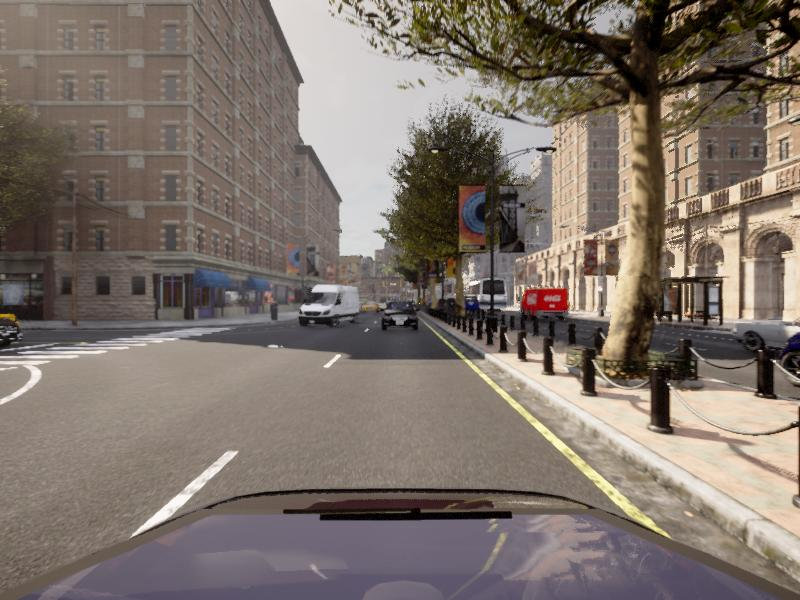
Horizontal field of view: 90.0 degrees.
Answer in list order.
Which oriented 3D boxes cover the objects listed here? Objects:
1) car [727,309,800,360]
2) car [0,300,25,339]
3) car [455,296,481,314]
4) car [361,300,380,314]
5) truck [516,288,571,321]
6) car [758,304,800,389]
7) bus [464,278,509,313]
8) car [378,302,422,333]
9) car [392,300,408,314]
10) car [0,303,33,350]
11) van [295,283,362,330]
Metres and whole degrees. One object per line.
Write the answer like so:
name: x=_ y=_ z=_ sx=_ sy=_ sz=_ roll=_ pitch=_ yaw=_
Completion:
car: x=11.499 y=0.945 z=10.535 sx=1.895 sy=1.301 sz=4.718 roll=0 pitch=0 yaw=0
car: x=-18.956 y=0.803 z=16.405 sx=5.366 sy=1.575 sz=1.801 roll=0 pitch=0 yaw=-2
car: x=8.001 y=0.573 z=47.694 sx=2.150 sy=2.045 sz=5.566 roll=0 pitch=0 yaw=0
car: x=-3.500 y=0.807 z=48.189 sx=1.801 sy=1.575 sz=5.366 roll=0 pitch=0 yaw=0
truck: x=11.491 y=0.357 z=32.604 sx=2.627 sy=2.467 sz=5.204 roll=0 pitch=0 yaw=0
car: x=8.002 y=0.829 z=6.083 sx=1.845 sy=1.501 sz=3.633 roll=0 pitch=0 yaw=0
bus: x=11.376 y=-0.529 z=54.052 sx=3.944 sy=4.253 sz=10.273 roll=0 pitch=0 yaw=0
car: x=-0.003 y=0.840 z=21.672 sx=2.128 sy=1.511 sz=4.902 roll=0 pitch=0 yaw=0
car: x=-0.005 y=0.793 z=47.348 sx=1.851 sy=1.617 sz=3.988 roll=0 pitch=0 yaw=0
car: x=-15.047 y=0.846 z=12.861 sx=4.892 sy=1.490 sz=1.837 roll=0 pitch=0 yaw=1
van: x=-4.226 y=0.325 z=24.928 sx=1.988 sy=2.561 sz=5.915 roll=1 pitch=0 yaw=12
